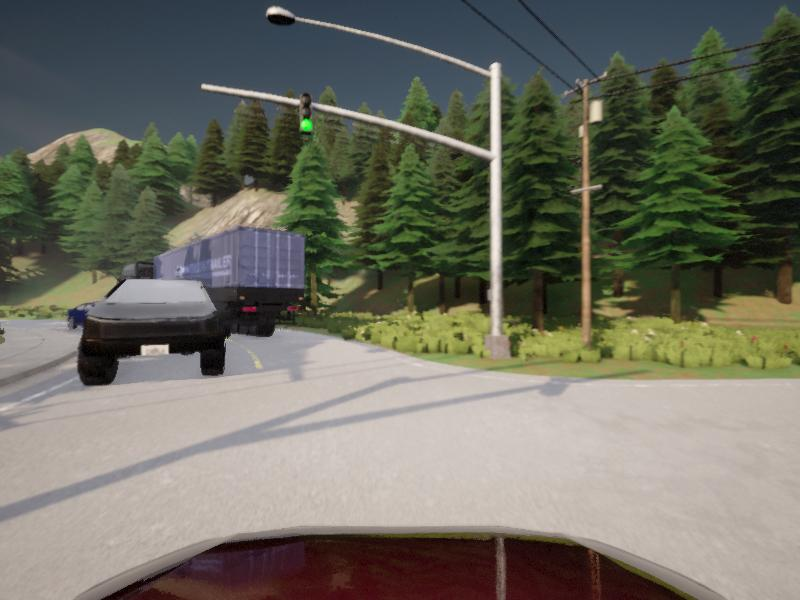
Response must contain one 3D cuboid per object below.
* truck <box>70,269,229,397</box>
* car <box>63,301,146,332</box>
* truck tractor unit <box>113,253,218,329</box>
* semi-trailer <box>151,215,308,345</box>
[{"bbox_3d":[-5.802,0.539,9.887,2.390,2.098,6.274,0,0,-28],"label":"truck"},{"bbox_3d":[-16.337,0.839,22.029,5.008,1.535,1.882,0,0,31],"label":"car"},{"bbox_3d":[-14.873,-0.517,25.238,6.516,4.208,3.053,0,0,32],"label":"truck tractor unit"},{"bbox_3d":[-9.260,-0.636,19.741,2.717,4.402,14.254,1,-1,-42],"label":"semi-trailer"}]
